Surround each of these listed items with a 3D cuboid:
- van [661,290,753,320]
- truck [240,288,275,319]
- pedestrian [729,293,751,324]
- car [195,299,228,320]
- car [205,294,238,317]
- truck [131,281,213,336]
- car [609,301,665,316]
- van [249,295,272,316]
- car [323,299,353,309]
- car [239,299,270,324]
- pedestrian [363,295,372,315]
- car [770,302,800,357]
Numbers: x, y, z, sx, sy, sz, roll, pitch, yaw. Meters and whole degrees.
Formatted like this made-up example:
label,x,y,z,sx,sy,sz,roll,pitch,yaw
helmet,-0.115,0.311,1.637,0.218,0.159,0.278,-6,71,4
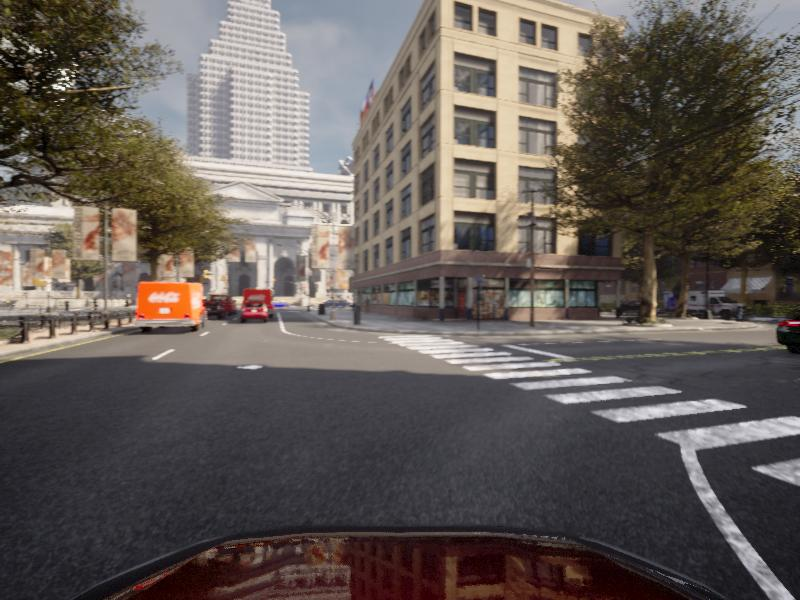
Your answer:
label,x,y,z,sx,sy,sz,roll,pitch,yaw
van,27.198,0.427,35.868,2.351,2.431,6.366,0,0,-17
truck,-12.202,0.306,34.572,2.627,2.467,5.204,0,0,-17
pedestrian,21.094,0.525,24.823,0.751,1.860,0.751,0,0,3
car,-15.168,0.731,32.353,1.851,1.617,3.988,0,0,-17
car,-17.219,0.503,38.803,2.150,2.045,5.566,0,0,-16
truck,-11.517,0.333,20.728,2.627,2.467,5.204,0,1,-17
car,25.089,0.876,42.550,2.128,1.511,4.902,0,0,-17
van,-14.334,0.512,41.373,2.069,2.038,4.480,0,0,-17
car,-10.693,0.702,69.347,4.856,1.649,2.033,0,0,-17
car,-10.152,0.747,28.132,1.851,1.617,3.988,0,0,-18
pedestrian,-3.107,0.456,38.240,0.751,1.860,0.751,0,0,-21
car,13.752,0.855,11.835,4.974,1.542,2.038,0,0,-19
